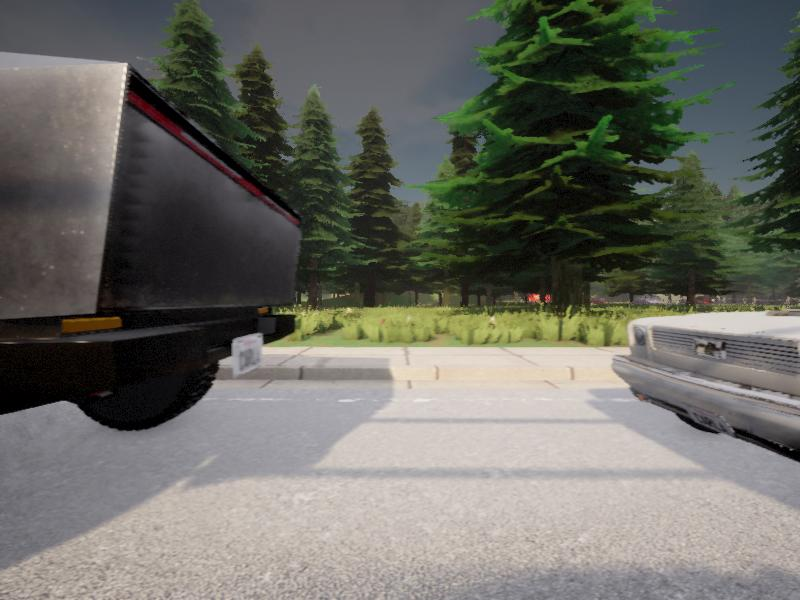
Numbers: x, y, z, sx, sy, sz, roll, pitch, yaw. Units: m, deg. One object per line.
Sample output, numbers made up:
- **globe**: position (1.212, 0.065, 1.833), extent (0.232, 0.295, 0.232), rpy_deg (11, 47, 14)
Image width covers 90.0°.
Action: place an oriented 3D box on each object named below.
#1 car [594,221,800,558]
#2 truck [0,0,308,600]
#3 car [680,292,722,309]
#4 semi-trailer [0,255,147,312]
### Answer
- **car**: position (3.899, 0.348, 2.223), extent (4.718, 1.301, 1.895), rpy_deg (0, 0, 0)
- **truck**: position (-3.908, -0.065, 2.166), extent (6.274, 2.098, 2.390), rpy_deg (0, 0, 0)
- **car**: position (33.803, 0.069, 45.067), extent (1.905, 1.878, 3.866), rpy_deg (0, 0, 1)
- **semi-trailer**: position (-29.984, -1.289, 38.127), extent (2.717, 4.402, 14.254), rpy_deg (0, 0, 0)
